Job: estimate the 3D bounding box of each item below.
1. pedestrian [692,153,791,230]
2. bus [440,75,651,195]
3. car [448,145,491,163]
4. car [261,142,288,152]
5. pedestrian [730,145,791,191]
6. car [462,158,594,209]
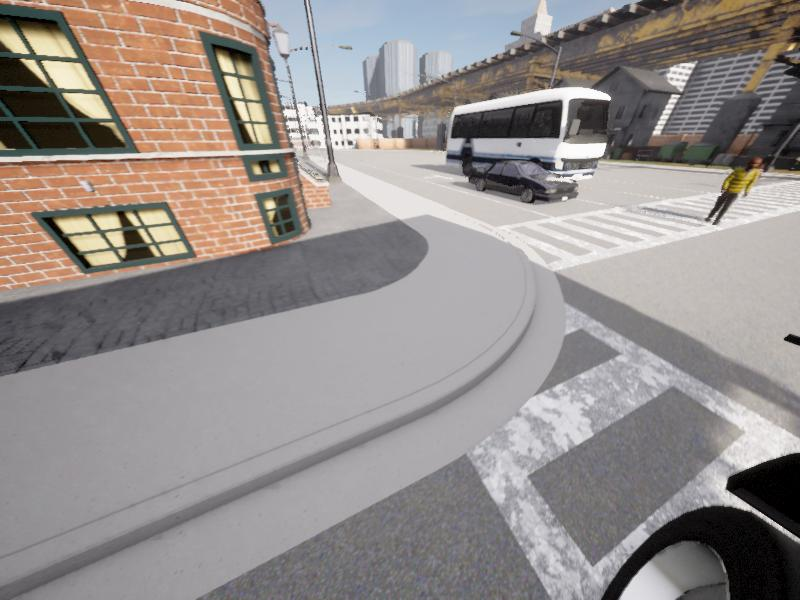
[{"bbox_3d":[9.634,-3.125,6.662,0.751,1.860,0.751,28,44,35],"label":"pedestrian"},{"bbox_3d":[7.103,-9.973,14.505,3.944,4.253,10.273,-14,37,-18],"label":"bus"},{"bbox_3d":[8.149,-17.546,27.679,1.930,1.638,5.238,-14,37,-18],"label":"car"},{"bbox_3d":[-32.478,-39.763,59.943,5.566,2.045,2.150,-4,35,-5],"label":"car"},{"bbox_3d":[17.575,-6.442,11.314,0.751,1.860,0.751,-19,39,-24],"label":"pedestrian"},{"bbox_3d":[5.453,-5.734,10.935,2.033,1.411,5.357,-14,37,-18],"label":"car"}]
